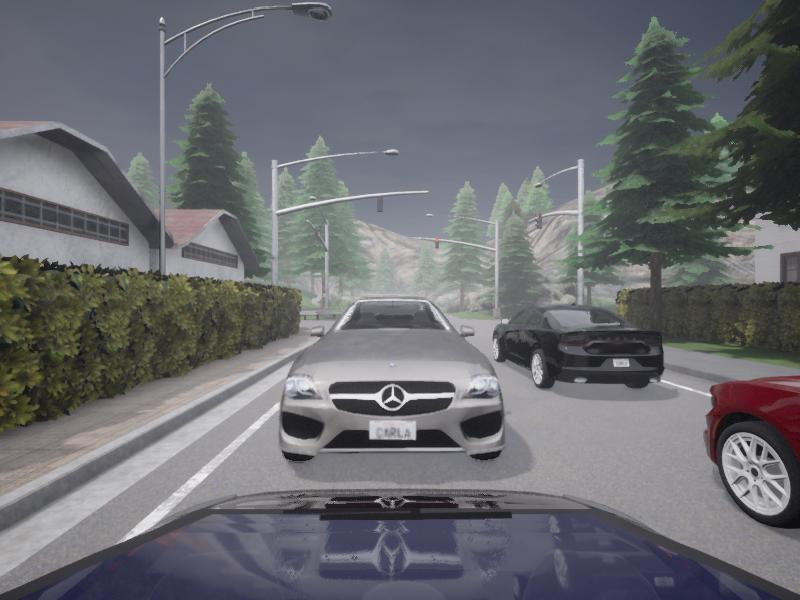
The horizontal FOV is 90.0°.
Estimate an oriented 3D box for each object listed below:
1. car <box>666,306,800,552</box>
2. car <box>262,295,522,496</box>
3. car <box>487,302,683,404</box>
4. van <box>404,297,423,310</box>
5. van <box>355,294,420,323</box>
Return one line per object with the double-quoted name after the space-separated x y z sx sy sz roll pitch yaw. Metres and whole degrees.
3.475 0.823 1.271 1.882 1.535 5.008 0 0 -1 "car"
-0.106 0.779 5.823 2.152 1.651 5.027 0 0 -1 "car"
3.393 0.823 8.653 1.882 1.535 5.008 0 0 -1 "car"
2.147 0.571 66.069 2.069 2.038 4.480 1 0 -11 "van"
-0.879 0.588 28.406 4.442 1.987 1.775 0 0 0 "van"
